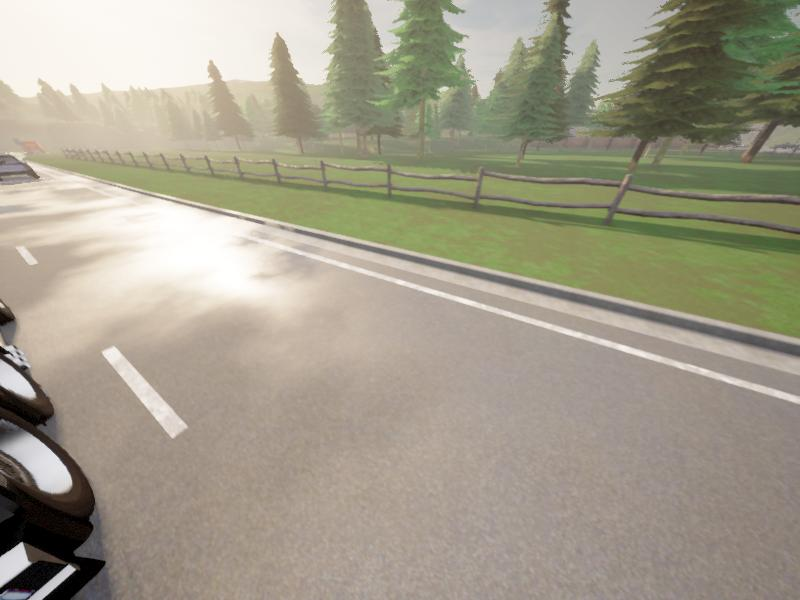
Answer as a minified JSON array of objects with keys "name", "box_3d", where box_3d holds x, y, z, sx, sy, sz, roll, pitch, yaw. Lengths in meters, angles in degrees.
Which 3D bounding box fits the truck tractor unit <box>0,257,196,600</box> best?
[{"name":"truck tractor unit","box_3d":[-5.103,-0.306,0.805,6.516,4.208,3.053,19,39,25]}]

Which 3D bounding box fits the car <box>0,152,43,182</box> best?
[{"name":"car","box_3d":[-29.805,-10.151,17.491,4.856,1.649,2.033,19,39,26]}]
